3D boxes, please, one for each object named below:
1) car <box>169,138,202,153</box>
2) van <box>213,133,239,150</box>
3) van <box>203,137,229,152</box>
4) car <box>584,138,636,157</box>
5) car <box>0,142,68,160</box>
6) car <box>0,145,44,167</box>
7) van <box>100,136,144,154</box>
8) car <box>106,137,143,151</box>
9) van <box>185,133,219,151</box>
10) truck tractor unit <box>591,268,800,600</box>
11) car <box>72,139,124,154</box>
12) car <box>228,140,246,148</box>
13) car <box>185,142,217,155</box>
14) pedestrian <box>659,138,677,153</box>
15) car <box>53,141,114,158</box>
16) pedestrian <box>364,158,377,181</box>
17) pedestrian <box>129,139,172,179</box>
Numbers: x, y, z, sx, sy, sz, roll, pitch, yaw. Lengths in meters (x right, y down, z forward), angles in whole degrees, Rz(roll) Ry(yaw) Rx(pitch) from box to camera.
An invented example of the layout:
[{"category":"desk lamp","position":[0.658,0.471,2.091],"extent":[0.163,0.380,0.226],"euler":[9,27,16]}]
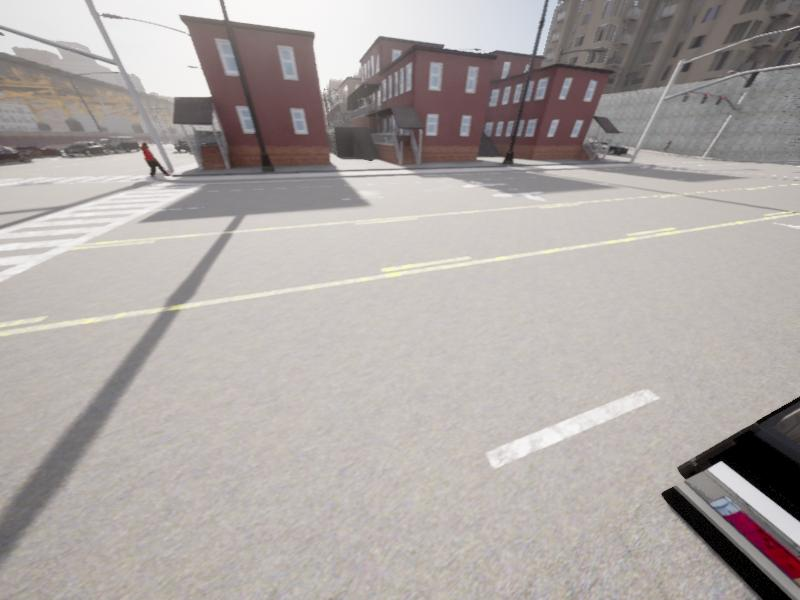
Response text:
[{"category":"car","position":[-33.595,-24.413,36.356],"extent":[1.932,1.855,4.605],"euler":[-10,37,-15]},{"category":"van","position":[-33.119,-30.355,44.197],"extent":[1.988,2.561,5.915],"euler":[-10,37,-15]},{"category":"van","position":[-31.005,-26.364,39.055],"extent":[1.775,1.987,4.442],"euler":[-11,37,-15]},{"category":"car","position":[29.888,-21.976,33.124],"extent":[1.930,1.638,5.238],"euler":[-10,42,-15]},{"category":"car","position":[-40.284,-16.527,25.540],"extent":[1.994,1.385,4.181],"euler":[-10,37,-15]},{"category":"car","position":[-34.102,-12.049,19.277],"extent":[2.033,1.411,5.357],"euler":[-10,37,-15]},{"category":"van","position":[-39.745,-22.358,33.262],"extent":[1.775,1.987,4.442],"euler":[-10,37,-15]},{"category":"car","position":[-45.373,-25.810,38.147],"extent":[1.905,1.878,3.866],"euler":[-10,37,-15]},{"category":"van","position":[-36.056,-29.032,42.378],"extent":[2.351,2.431,6.366],"euler":[-10,37,-15]},{"category":"truck tractor unit","position":[5.270,-0.098,0.497],"extent":[6.516,4.208,3.053],"euler":[-11,37,-15]},{"category":"car","position":[-43.480,-22.347,33.469],"extent":[2.242,1.667,4.611],"euler":[-10,37,-15]},{"category":"car","position":[-35.567,-34.026,50.432],"extent":[1.895,1.301,4.718],"euler":[-10,36,-14]},{"category":"car","position":[-28.741,-22.070,33.555],"extent":[1.994,1.385,4.181],"euler":[-10,37,-14]},{"category":"pedestrian","position":[39.909,-22.976,34.443],"extent":[0.751,1.860,0.751],"euler":[-10,37,-15]},{"category":"car","position":[-37.414,-17.993,27.552],"extent":[1.837,1.490,4.892],"euler":[-10,36,-15]},{"category":"pedestrian","position":[-2.814,-12.540,22.153],"extent":[0.751,1.860,0.751],"euler":[-25,42,-31]},{"category":"pedestrian","position":[-13.996,-7.936,13.046],"extent":[0.751,1.860,0.751],"euler":[-11,37,-16]}]
